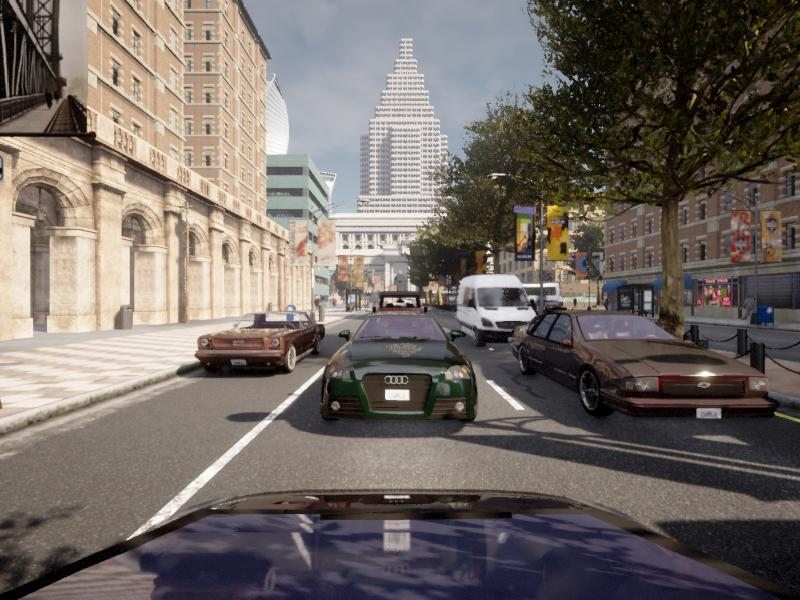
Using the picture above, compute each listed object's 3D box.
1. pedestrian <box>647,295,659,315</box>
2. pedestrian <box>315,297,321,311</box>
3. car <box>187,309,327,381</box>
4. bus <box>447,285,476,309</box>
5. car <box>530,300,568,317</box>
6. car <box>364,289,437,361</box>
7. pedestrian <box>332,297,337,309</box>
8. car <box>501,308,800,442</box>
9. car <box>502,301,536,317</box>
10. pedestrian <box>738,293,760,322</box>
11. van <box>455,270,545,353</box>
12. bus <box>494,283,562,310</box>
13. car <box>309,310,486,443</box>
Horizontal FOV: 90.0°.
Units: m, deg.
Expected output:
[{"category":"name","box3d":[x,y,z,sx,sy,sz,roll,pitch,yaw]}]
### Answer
[{"category":"pedestrian","box3d":[24.937,0.486,39.445,0.751,1.860,0.751,0,0,-4]},{"category":"pedestrian","box3d":[-11.026,0.486,53.658,0.751,1.860,0.751,0,0,-6]},{"category":"car","box3d":[-3.246,0.939,10.223,1.895,1.301,4.718,0,0,0]},{"category":"bus","box3d":[11.401,-0.537,75.357,3.944,4.253,10.273,0,0,0]},{"category":"car","box3d":[15.014,0.829,40.665,2.038,1.542,4.974,0,0,0]},{"category":"car","box3d":[0.002,0.646,12.323,1.905,1.878,3.866,0,0,0]},{"category":"pedestrian","box3d":[-10.671,0.486,65.014,0.751,1.860,0.751,0,0,0]},{"category":"car","box3d":[3.501,0.895,7.189,2.033,1.411,5.357,0,0,0]},{"category":"car","box3d":[11.511,0.846,39.044,1.837,1.490,4.892,0,0,0]},{"category":"pedestrian","box3d":[22.430,0.486,25.712,0.751,1.860,0.751,0,0,-2]},{"category":"van","box3d":[3.503,0.319,15.351,1.988,2.561,5.915,0,1,0]},{"category":"bus","box3d":[21.341,-0.537,66.659,10.273,4.253,3.944,0,0,28]},{"category":"car","box3d":[0.010,0.908,6.581,1.994,1.385,4.181,0,0,1]}]
